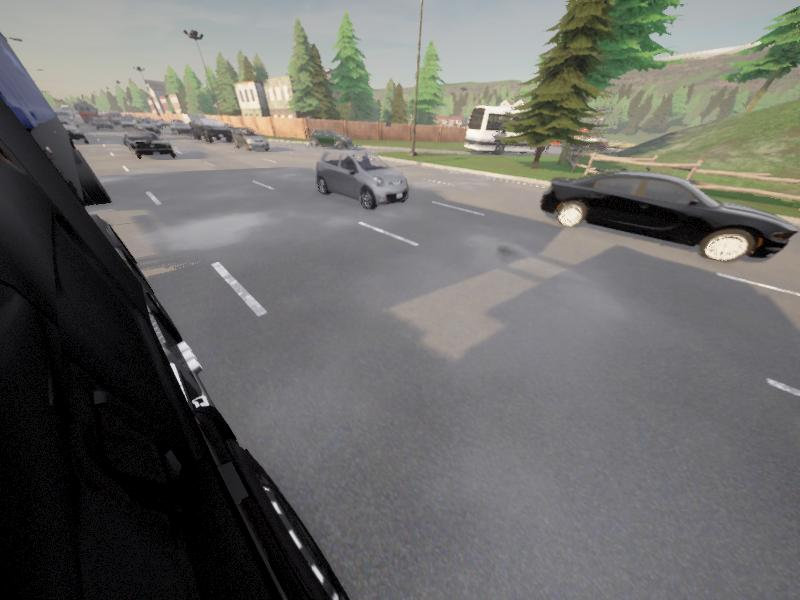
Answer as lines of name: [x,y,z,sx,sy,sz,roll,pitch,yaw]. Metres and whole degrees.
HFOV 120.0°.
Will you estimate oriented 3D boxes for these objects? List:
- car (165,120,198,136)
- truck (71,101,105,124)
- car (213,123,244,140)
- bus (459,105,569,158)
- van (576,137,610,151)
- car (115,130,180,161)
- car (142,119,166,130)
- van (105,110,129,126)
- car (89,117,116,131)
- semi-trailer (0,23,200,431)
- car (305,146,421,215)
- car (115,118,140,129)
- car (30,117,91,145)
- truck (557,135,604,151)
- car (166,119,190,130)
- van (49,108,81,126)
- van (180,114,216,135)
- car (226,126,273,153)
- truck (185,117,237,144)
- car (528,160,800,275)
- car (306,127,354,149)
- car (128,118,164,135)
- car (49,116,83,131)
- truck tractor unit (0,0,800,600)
car: [-30.780,-24.179,32.483,5.238,1.638,1.930,30,45,31]
truck: [-70.467,-42.265,52.151,8.468,3.827,2.891,30,45,31]
car: [-22.769,-22.384,30.646,3.988,1.617,1.851,30,45,31]
bus: [12.700,-19.139,26.437,10.273,4.253,3.944,-8,40,-15]
van: [37.294,-30.174,44.640,4.442,1.987,1.775,30,45,31]
car: [-16.201,-9.965,14.792,4.718,1.301,1.895,30,45,31]
car: [-46.390,-33.068,43.510,5.357,1.411,2.033,30,45,31]
van: [-59.874,-38.486,48.853,5.915,2.561,1.988,30,45,31]
car: [-45.193,-26.748,35.086,4.892,1.490,1.837,30,44,32]
semi-trailer: [-8.606,-3.674,4.306,14.254,4.402,2.717,29,44,31]
car: [-1.350,-4.343,8.079,3.633,1.501,1.845,30,45,31]
car: [-49.524,-32.038,41.931,5.357,1.411,2.033,30,45,31]
car: [-27.974,-14.046,19.186,5.027,1.651,2.152,30,45,31]
truck: [33.706,-29.456,43.354,6.274,2.098,2.390,30,45,31]
car: [-43.366,-34.265,45.095,5.238,1.638,1.930,30,45,31]
van: [-62.115,-34.047,42.914,6.366,2.431,2.351,30,45,31]
van: [-32.710,-28.446,37.387,6.366,2.431,2.351,30,45,31]
car: [-13.075,-13.962,20.062,3.988,1.617,1.851,30,45,31]
truck: [-20.861,-18.652,25.389,6.274,2.098,2.390,30,45,31]
car: [6.628,-2.586,6.255,5.008,1.535,1.882,30,44,32]
car: [-7.729,-18.118,25.790,4.553,1.767,2.097,11,38,10]
car: [-34.383,-23.428,31.223,4.611,1.667,2.242,30,45,31]
car: [-46.612,-24.725,32.308,4.792,1.488,2.163,30,45,31]
truck tractor unit: [-2.645,-0.295,0.352,6.516,4.208,3.053,28,44,30]
